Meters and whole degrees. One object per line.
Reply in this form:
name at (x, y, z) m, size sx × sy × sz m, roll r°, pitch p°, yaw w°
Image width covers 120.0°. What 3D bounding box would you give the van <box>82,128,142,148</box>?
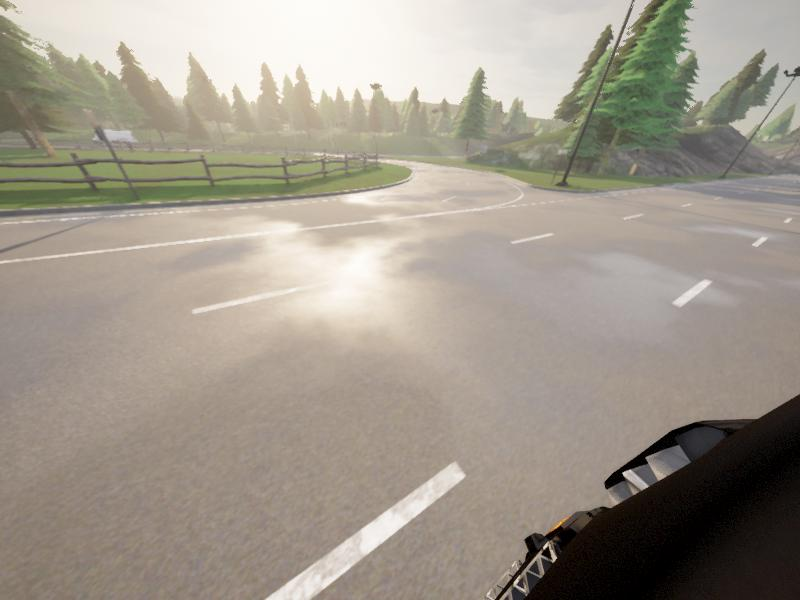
van at (-51.819, -29.240, 41.822) m, size 5.915 × 2.561 × 1.988 m, roll -16°, pitch 38°, yaw -26°
